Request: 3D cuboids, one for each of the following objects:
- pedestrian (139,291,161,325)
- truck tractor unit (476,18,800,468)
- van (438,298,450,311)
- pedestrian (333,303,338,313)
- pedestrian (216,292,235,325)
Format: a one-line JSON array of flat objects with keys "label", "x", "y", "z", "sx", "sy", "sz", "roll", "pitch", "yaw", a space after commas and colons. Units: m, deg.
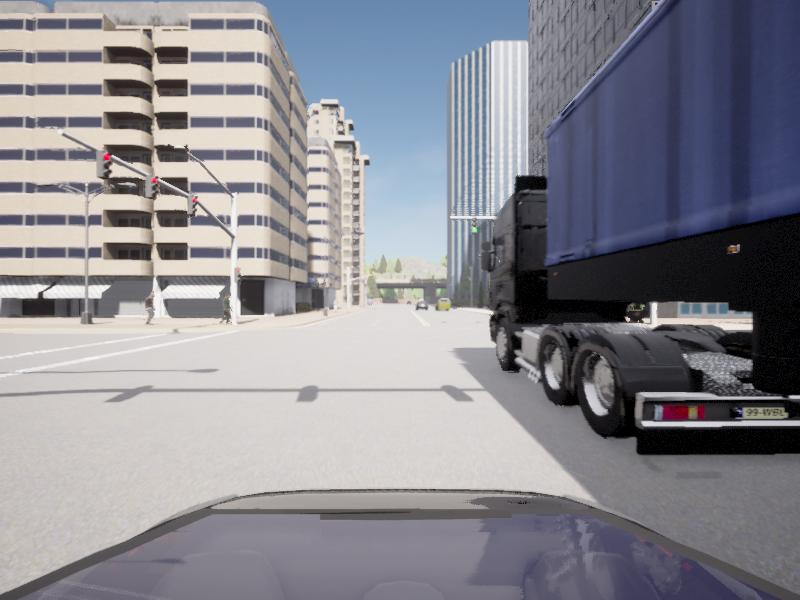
[{"label": "pedestrian", "x": -13.967, "y": 0.463, "z": 22.374, "sx": 0.751, "sy": 1.860, "sz": 0.751, "roll": 0, "pitch": 0, "yaw": -2}, {"label": "truck tractor unit", "x": 3.495, "y": -0.541, "z": 7.011, "sx": 3.053, "sy": 4.208, "sz": 6.516, "roll": 0, "pitch": 0, "yaw": 0}, {"label": "van", "x": 6.717, "y": 0.710, "z": 61.444, "sx": 1.775, "sy": 1.987, "sz": 4.442, "roll": 0, "pitch": 0, "yaw": 4}, {"label": "pedestrian", "x": -7.469, "y": 0.944, "z": 46.394, "sx": 0.500, "sy": 1.100, "sz": 0.500, "roll": 0, "pitch": 0, "yaw": 1}, {"label": "pedestrian", "x": -9.817, "y": 0.466, "z": 22.503, "sx": 0.751, "sy": 1.860, "sz": 0.751, "roll": 0, "pitch": 0, "yaw": -2}]
